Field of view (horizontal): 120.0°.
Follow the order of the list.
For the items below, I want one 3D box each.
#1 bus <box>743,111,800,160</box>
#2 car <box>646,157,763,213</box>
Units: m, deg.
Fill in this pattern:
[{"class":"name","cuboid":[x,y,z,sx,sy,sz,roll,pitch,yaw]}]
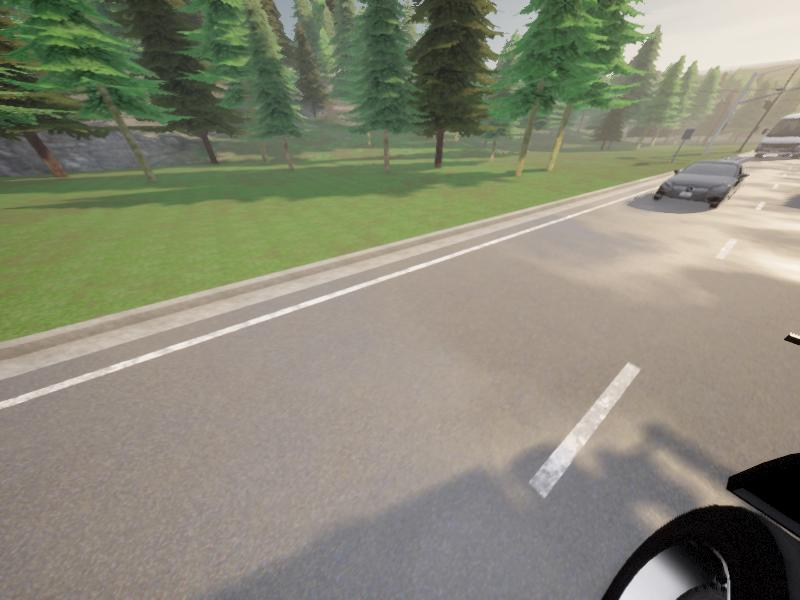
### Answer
[{"class":"bus","cuboid":[46.426,-18.677,26.317,10.273,4.253,3.944,-12,36,-16]},{"class":"car","cuboid":[12.492,-4.873,9.458,4.674,1.442,1.812,-22,40,-27]}]
